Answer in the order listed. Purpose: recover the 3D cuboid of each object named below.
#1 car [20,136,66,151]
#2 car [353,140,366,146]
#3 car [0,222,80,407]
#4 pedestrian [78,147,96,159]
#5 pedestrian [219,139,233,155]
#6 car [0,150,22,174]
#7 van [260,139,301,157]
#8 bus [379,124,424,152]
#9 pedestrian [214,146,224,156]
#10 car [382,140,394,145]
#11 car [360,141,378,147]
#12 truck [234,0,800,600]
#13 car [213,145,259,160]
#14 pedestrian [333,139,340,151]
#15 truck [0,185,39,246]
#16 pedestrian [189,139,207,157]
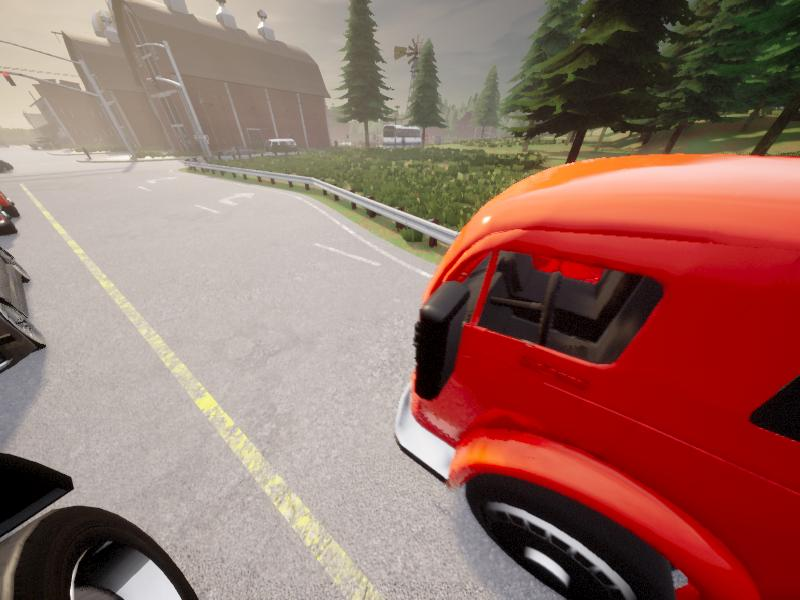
[{"bbox_3d":[-65.231,-28.690,42.292,3.866,1.878,1.905,-6,41,-6],"label":"car"},{"bbox_3d":[-13.450,-52.057,76.526,1.816,1.474,4.193,22,40,27],"label":"car"},{"bbox_3d":[-6.374,-0.093,2.710,4.902,1.511,2.128,22,41,28],"label":"car"},{"bbox_3d":[-33.742,-15.817,24.884,0.500,1.100,0.500,1,35,1],"label":"pedestrian"},{"bbox_3d":[-23.538,-20.736,31.331,0.751,1.860,0.751,26,43,32],"label":"pedestrian"},{"bbox_3d":[-29.977,-9.176,15.573,1.994,1.385,4.181,4,35,5],"label":"car"},{"bbox_3d":[-17.002,-21.833,33.085,2.069,2.038,4.480,22,41,28],"label":"van"},{"bbox_3d":[0.584,-33.737,48.200,3.944,4.253,10.273,22,41,28],"label":"bus"},{"bbox_3d":[-24.045,-19.779,30.629,0.500,1.100,0.500,14,37,19],"label":"pedestrian"},{"bbox_3d":[-4.491,-60.912,89.168,4.193,1.474,1.816,16,38,21],"label":"car"},{"bbox_3d":[-8.937,-44.681,66.095,4.902,1.511,2.128,21,40,27],"label":"car"},{"bbox_3d":[2.577,0.691,0.811,5.204,2.467,2.627,22,41,28],"label":"truck"},{"bbox_3d":[-20.551,-18.655,29.130,1.994,1.385,4.181,22,41,28],"label":"car"},{"bbox_3d":[-12.193,-29.779,44.256,0.751,1.860,0.751,22,40,28],"label":"pedestrian"},{"bbox_3d":[-12.587,-2.885,5.778,5.204,2.467,2.627,22,40,27],"label":"truck"},{"bbox_3d":[-25.392,-19.171,29.094,0.751,1.860,0.751,13,37,17],"label":"pedestrian"}]
